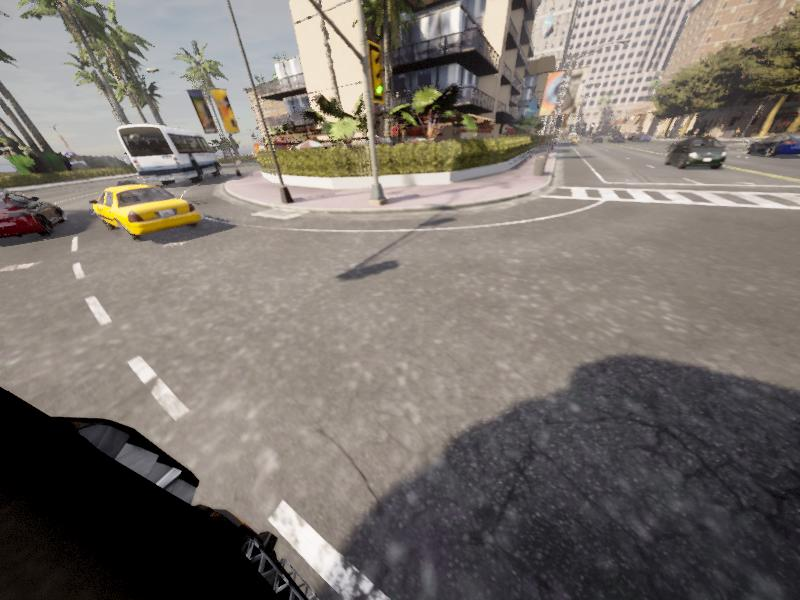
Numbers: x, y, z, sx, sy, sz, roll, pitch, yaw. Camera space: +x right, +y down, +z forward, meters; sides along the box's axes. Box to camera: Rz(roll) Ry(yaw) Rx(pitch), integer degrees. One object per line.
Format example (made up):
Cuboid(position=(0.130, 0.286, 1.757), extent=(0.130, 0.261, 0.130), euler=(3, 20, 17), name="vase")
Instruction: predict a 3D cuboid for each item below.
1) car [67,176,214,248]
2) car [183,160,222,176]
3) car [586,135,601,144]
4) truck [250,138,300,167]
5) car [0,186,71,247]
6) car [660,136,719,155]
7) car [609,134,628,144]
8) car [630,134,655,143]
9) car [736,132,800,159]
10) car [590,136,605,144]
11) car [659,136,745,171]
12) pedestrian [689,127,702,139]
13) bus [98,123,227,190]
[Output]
Cuboid(position=(-9.140, -3.301, 8.092), extent=(5.366, 1.575, 1.801), euler=(17, 39, 28), name="car")
Cuboid(position=(-25.841, -17.447, 30.433), extent=(1.970, 1.475, 3.806), euler=(-5, 34, -2), name="car")
Cuboid(position=(50.641, -42.106, 60.637), extent=(2.152, 1.651, 5.027), euler=(16, 38, 25), name="car")
Cuboid(position=(-21.903, -26.474, 41.333), extent=(2.891, 3.827, 8.468), euler=(2, 34, 8), name="truck")
Cuboid(position=(-14.441, -3.116, 8.445), extent=(1.994, 1.385, 4.181), euler=(-31, 43, -34), name="car")
Cuboid(position=(28.889, -15.634, 23.322), extent=(2.033, 1.411, 5.357), euler=(16, 38, 25), name="car")
Cuboid(position=(47.848, -35.355, 50.650), extent=(2.033, 1.649, 4.856), euler=(16, 38, 25), name="car")
Cuboid(position=(50.188, -33.543, 47.978), extent=(2.033, 1.411, 5.357), euler=(13, 37, 22), name="car")
Cuboid(position=(28.999, -11.792, 17.567), extent=(2.163, 1.488, 4.792), euler=(16, 38, 25), name="car")
Cuboid(position=(45.916, -37.242, 53.804), extent=(1.994, 1.385, 4.181), euler=(16, 38, 25), name="car")
Cuboid(position=(18.901, -9.399, 14.756), extent=(1.851, 1.617, 3.988), euler=(16, 38, 25), name="car")
Cuboid(position=(60.647, -34.229, 47.411), extent=(0.751, 1.860, 0.751), euler=(12, 37, 21), name="pedestrian")
Cuboid(position=(-21.222, -13.805, 22.206), extent=(3.944, 4.253, 10.273), euler=(-14, 35, -14), name="bus")
